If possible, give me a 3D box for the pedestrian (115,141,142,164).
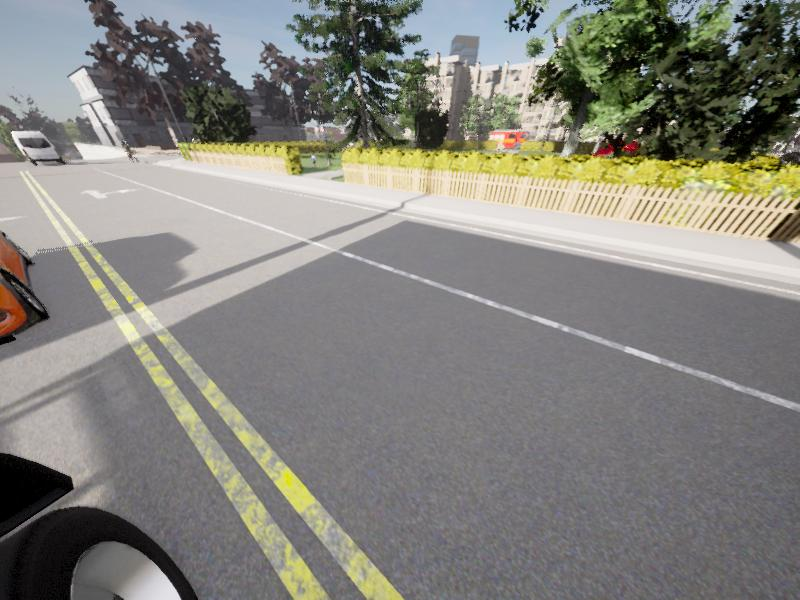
[{"bbox_3d":[-25.922,-14.112,22.088,0.751,1.860,0.751,15,38,20],"label":"pedestrian"}]

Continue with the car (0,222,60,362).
[{"bbox_3d":[-7.031,-0.464,2.957,4.553,1.767,2.097,22,41,28],"label":"car"}]

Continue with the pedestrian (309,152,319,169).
[{"bbox_3d":[-6.735,-10.953,18.152,0.500,1.100,0.500,-13,37,-18],"label":"pedestrian"}]

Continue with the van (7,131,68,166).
[{"bbox_3d":[-35.180,-14.674,22.387,5.915,2.561,1.988,21,39,29],"label":"van"}]

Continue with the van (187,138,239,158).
[{"bbox_3d":[-24.551,-20.168,30.575,2.069,2.038,4.480,22,41,28],"label":"van"}]

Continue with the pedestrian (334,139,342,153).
[{"bbox_3d":[-9.531,-23.813,35.723,0.751,1.860,0.751,1,35,0],"label":"pedestrian"}]

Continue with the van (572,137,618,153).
[{"bbox_3d":[38.487,-30.770,45.781,6.366,2.431,2.351,23,41,29],"label":"van"}]

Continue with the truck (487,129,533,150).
[{"bbox_3d":[25.159,-37.035,53.355,8.468,3.827,2.891,24,41,29],"label":"truck"}]

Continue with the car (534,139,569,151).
[{"bbox_3d":[32.383,-33.198,49.509,5.566,2.045,2.150,23,41,29],"label":"car"}]
